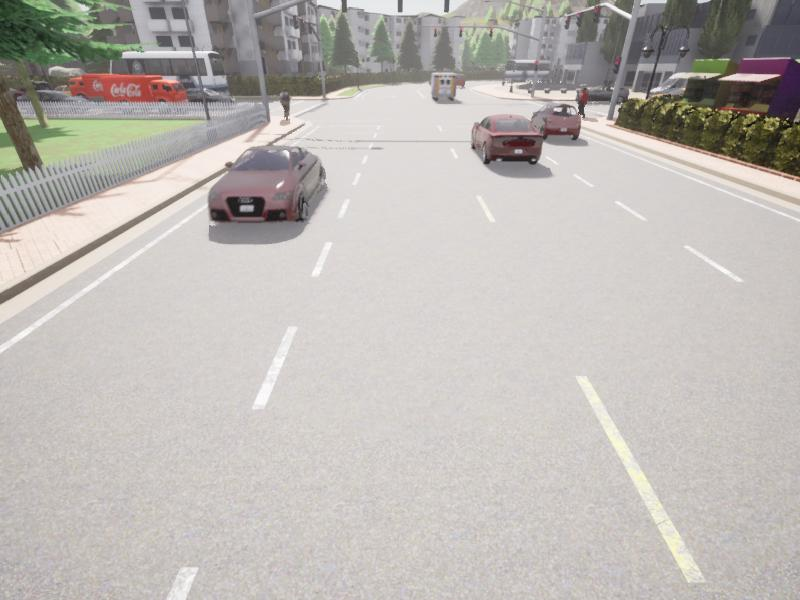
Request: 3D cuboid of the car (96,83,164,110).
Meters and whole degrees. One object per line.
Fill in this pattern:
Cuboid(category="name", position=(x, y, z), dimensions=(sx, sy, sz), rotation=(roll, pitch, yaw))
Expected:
Cuboid(category="car", position=(-22.058, -16.729, 32.798), dimensions=(3.866, 1.878, 1.905), rotation=(1, 30, 2))

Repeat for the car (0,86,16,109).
Cuboid(category="car", position=(-35.739, -16.860, 33.292), dimensions=(5.027, 1.651, 2.152), rotation=(1, 30, 2))

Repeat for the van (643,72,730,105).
Cuboid(category="van", position=(26.434, -19.674, 37.189), dimensions=(5.915, 2.561, 1.988), rotation=(1, 30, 2))

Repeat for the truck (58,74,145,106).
Cuboid(category="truck", position=(-26.578, -18.826, 35.816), dimensions=(5.204, 2.467, 2.627), rotation=(1, 30, 2))

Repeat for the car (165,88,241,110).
Cuboid(category="car", position=(-15.987, -16.457, 32.709), dimensions=(4.902, 1.511, 2.128), rotation=(1, 30, 2))

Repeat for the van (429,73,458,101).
Cuboid(category="van", position=(4.491, -22.617, 42.345), dimensions=(2.351, 2.431, 6.366), rotation=(0, 30, 0))

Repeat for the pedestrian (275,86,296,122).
Cuboid(category="pedestrian", position=(-6.798, -11.668, 23.808), dimensions=(0.751, 1.860, 0.751), rotation=(1, 30, 2))

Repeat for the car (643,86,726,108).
Cuboid(category="car", position=(24.350, -17.512, 34.438), dimensions=(5.366, 1.575, 1.801), rotation=(1, 30, 2))

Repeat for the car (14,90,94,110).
Cuboid(category="car", position=(-28.530, -16.590, 33.151), dimensions=(4.718, 1.301, 1.895), rotation=(1, 30, 2))

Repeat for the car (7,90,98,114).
Cuboid(category="car", position=(-25.922, -14.862, 29.995), dimensions=(4.892, 1.490, 1.837), rotation=(1, 30, 2))

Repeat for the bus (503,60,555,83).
Cuboid(category="bus", position=(28.407, -50.442, 88.176), dimensions=(10.273, 4.253, 3.944), rotation=(-12, 32, -19))

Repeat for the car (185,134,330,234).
Cuboid(category="car", position=(-3.132, -3.038, 9.865), dimensions=(1.994, 1.385, 4.181), rotation=(0, 30, 1))

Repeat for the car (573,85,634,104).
Cuboid(category="car", position=(19.030, -19.353, 37.646), dimensions=(4.514, 1.525, 2.007), rotation=(1, 30, 2))

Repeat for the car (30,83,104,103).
Cuboid(category="car", position=(-32.550, -20.316, 39.252), dimensions=(5.366, 1.575, 1.801), rotation=(1, 30, 2))

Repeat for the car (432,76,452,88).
Cuboid(category="car", position=(7.280, -37.448, 68.541), dimensions=(2.152, 1.651, 5.027), rotation=(10, 32, 17))

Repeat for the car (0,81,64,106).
Cuboid(category="car", position=(-33.344, -18.699, 36.173), dimensions=(3.866, 1.878, 1.905), rotation=(1, 30, 2))

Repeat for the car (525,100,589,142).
Cuboid(category="car", position=(7.587, -8.885, 19.716), dimensions=(1.845, 1.501, 3.633), rotation=(2, 30, 3))

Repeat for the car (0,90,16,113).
Cuboid(category="car", position=(-32.479, -14.980, 30.198), dimensions=(4.892, 1.490, 1.837), rotation=(1, 30, 2))

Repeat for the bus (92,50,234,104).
Cuboid(category="bus", position=(-22.135, -21.222, 38.152), dimensions=(10.273, 4.253, 3.944), rotation=(1, 30, 2))

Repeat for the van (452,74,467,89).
Cuboid(category="van", position=(9.700, -35.689, 65.169), dimensions=(1.775, 1.987, 4.442), rotation=(8, 31, 13))

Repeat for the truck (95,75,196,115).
Cuboid(category="truck", position=(-18.570, -15.152, 29.523), dimensions=(5.204, 2.467, 2.627), rotation=(1, 30, 2))

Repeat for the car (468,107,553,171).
Cuboid(category="car", position=(3.932, -6.271, 15.233), dimensions=(1.882, 1.535, 5.008), rotation=(0, 30, 0))

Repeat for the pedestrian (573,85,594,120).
Cuboid(category="pedestrian", position=(11.315, -12.202, 24.718), dimensions=(0.751, 1.860, 0.751), rotation=(7, 31, 11))
